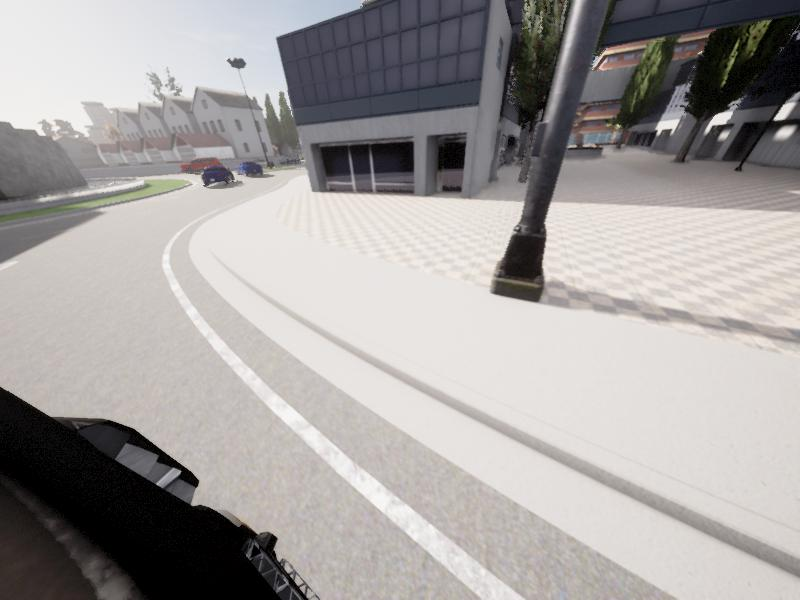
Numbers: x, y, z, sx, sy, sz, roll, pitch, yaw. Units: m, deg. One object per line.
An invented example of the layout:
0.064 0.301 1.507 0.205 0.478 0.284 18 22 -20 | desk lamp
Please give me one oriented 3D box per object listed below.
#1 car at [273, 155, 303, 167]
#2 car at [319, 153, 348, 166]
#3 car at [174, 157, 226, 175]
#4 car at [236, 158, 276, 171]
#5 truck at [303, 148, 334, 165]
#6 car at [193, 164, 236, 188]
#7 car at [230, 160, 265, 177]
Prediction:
-21.775 -27.271 45.168 2.033 1.649 4.856 16 38 26 | car
-11.348 -24.347 39.910 2.242 1.667 4.611 11 36 20 | car
-30.892 -20.872 35.899 5.566 2.045 2.150 -28 41 -32 | car
-23.601 -22.381 38.050 2.038 1.542 4.974 23 41 33 | car
-16.386 -29.232 46.896 2.627 2.467 5.204 14 38 24 | truck
-16.573 -11.307 20.938 1.812 1.442 4.674 -15 36 -18 | car
-18.279 -15.774 27.700 5.008 1.535 1.882 27 44 37 | car
